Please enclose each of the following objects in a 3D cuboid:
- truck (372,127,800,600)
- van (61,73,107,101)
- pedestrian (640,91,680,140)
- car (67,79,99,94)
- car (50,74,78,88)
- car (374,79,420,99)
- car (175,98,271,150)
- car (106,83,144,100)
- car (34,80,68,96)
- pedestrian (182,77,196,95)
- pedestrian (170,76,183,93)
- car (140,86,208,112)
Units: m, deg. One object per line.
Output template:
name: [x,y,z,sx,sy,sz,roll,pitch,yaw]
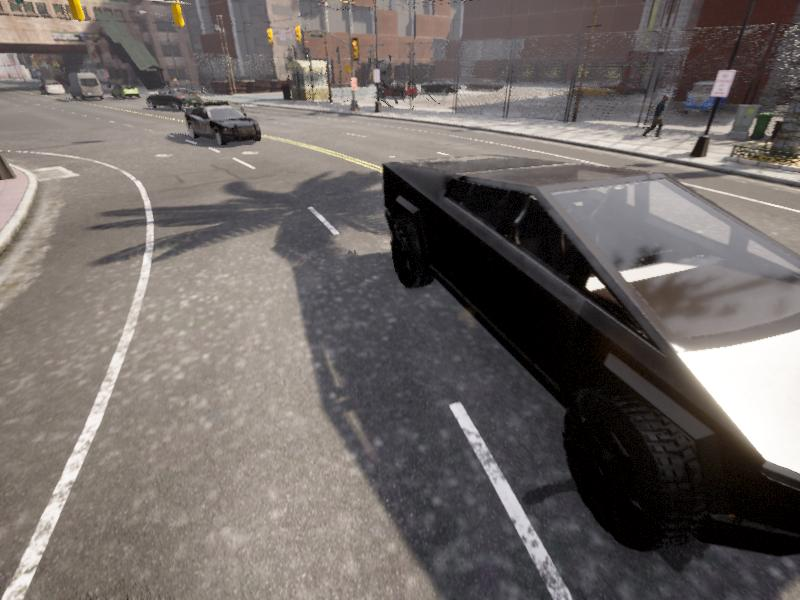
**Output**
truck: [1.781,-0.457,4.699,2.390,2.098,6.274,-11,32,-18]
van: [-34.638,-23.367,43.774,5.915,2.561,1.988,25,38,36]
pedestrian: [11.392,-8.079,17.545,0.751,1.860,0.751,-19,35,-29]
car: [-44.054,-29.695,55.599,4.856,1.649,2.033,25,38,36]
car: [-61.233,-39.939,72.897,5.566,2.045,2.435,24,38,36]
car: [-0.305,-22.408,42.397,4.553,1.767,2.185,24,38,36]
car: [-8.394,-8.379,18.803,1.930,1.638,5.238,-27,40,-37]
car: [-31.345,-23.779,45.530,4.514,1.525,2.007,25,38,36]
car: [-46.911,-28.562,53.795,4.611,1.667,2.242,25,38,36]
pedestrian: [-25.635,-26.046,48.627,0.751,1.860,0.751,20,36,30]
pedestrian: [-28.855,-27.777,51.619,0.751,1.860,0.751,20,36,31]
car: [-18.719,-16.673,33.110,5.027,1.651,2.152,16,34,25]
